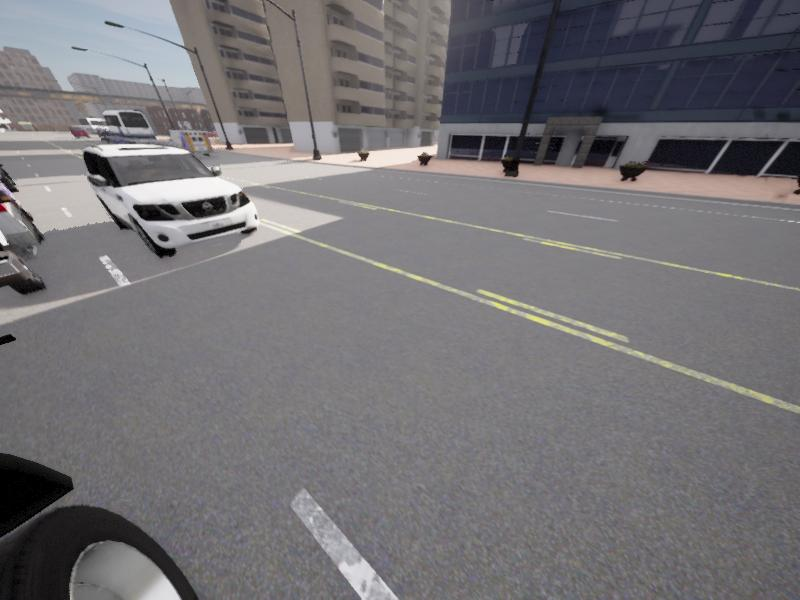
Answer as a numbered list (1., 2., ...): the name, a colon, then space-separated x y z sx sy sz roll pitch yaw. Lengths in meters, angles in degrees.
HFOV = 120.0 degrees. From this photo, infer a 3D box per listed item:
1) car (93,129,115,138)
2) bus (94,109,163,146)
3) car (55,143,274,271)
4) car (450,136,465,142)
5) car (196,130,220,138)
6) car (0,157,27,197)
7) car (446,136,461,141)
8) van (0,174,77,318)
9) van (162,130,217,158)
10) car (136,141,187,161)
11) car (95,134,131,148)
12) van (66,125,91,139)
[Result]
1. car: -61.773 -34.745 48.187 3.633 1.501 1.845 24 41 28
2. bus: -43.632 -27.657 37.082 10.273 4.253 3.944 24 42 27
3. car: -6.244 -2.865 6.131 5.566 2.045 2.150 22 41 28
4. car: 17.779 -49.998 71.730 3.988 1.617 1.851 25 42 29
5. car: -55.711 -48.128 66.977 2.242 1.667 4.611 24 42 29
6. car: -19.751 -5.812 10.620 4.902 1.511 2.128 23 41 28
7. car: 18.789 -57.144 81.890 4.718 1.301 1.895 25 42 29
8. van: -8.814 -1.602 3.989 6.366 2.431 2.351 23 41 28
9. van: -24.831 -18.470 27.239 6.366 2.431 2.351 24 42 27
10. car: -24.733 -15.516 23.962 4.902 1.511 2.128 24 41 27
11. car: -41.273 -22.938 33.248 5.357 1.411 2.033 24 42 27
12. van: -62.966 -32.912 45.255 4.442 1.987 1.775 24 41 28
